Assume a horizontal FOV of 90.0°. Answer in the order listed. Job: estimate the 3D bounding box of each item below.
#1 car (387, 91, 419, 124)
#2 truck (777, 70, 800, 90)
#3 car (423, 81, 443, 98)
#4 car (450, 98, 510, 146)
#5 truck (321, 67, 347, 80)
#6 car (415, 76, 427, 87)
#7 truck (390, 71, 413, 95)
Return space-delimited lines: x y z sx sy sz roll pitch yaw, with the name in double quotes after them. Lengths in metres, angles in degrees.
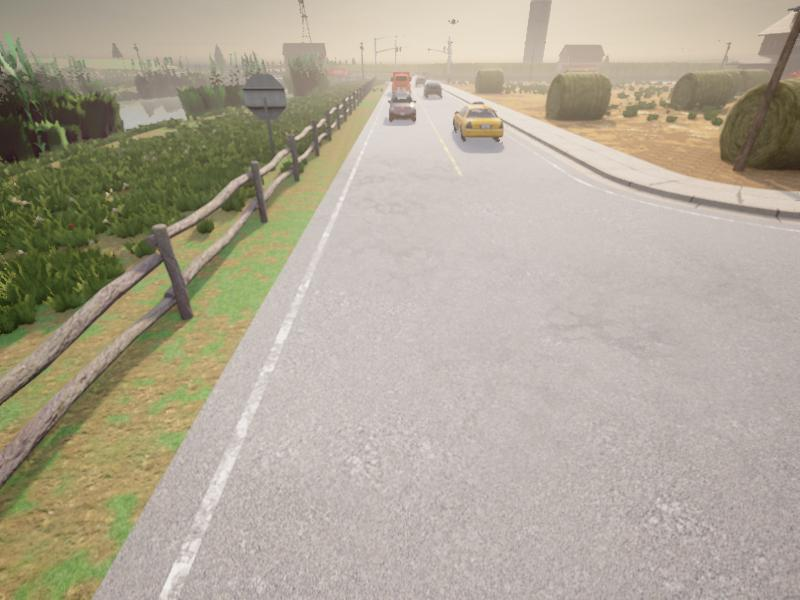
0.138 -12.333 25.513 1.851 1.617 3.988 0 30 -1 "car"
61.214 -33.321 60.592 2.627 2.467 5.204 -2 30 -3 "truck"
3.699 -23.873 45.367 1.837 1.490 4.892 0 30 0 "car"
3.702 -8.783 19.466 1.801 1.575 5.366 0 30 0 "car"
-14.759 -51.047 90.146 5.204 2.467 2.627 4 30 1 "truck"
3.644 -38.714 70.751 1.837 1.490 4.892 0 30 0 "car"
0.167 -27.012 49.767 2.627 2.467 5.204 0 30 0 "truck"
